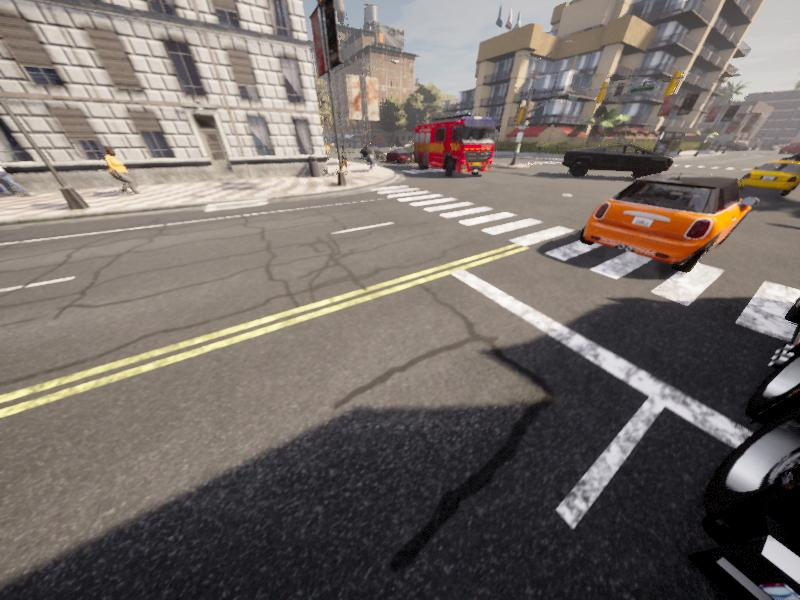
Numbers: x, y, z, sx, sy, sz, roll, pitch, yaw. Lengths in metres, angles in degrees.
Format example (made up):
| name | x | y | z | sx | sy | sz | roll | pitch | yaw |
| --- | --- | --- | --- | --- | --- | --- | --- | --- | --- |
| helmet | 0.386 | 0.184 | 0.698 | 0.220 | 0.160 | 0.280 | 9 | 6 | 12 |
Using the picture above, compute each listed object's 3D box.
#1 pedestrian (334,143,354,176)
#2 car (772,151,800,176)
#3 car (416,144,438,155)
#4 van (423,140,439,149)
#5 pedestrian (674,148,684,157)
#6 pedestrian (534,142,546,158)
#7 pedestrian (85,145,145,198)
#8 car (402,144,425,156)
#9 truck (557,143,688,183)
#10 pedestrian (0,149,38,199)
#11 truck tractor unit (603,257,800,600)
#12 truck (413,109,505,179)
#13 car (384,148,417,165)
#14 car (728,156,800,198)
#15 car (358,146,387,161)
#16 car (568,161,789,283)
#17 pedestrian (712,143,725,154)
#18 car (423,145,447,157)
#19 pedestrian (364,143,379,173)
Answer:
| name | x | y | z | sx | sy | sz | roll | pitch | yaw |
| --- | --- | --- | --- | --- | --- | --- | --- | --- | --- |
| pedestrian | -3.853 | -9.680 | 15.951 | 0.751 | 1.860 | 0.751 | 22 | 40 | 28 |
| car | 34.327 | -11.668 | 19.645 | 3.988 | 1.617 | 1.851 | -18 | 39 | -24 |
| car | 4.982 | -28.353 | 43.397 | 1.851 | 1.617 | 3.988 | -19 | 39 | -26 |
| van | 9.298 | -46.984 | 69.836 | 4.480 | 2.038 | 2.069 | -19 | 39 | -26 |
| pedestrian | 45.577 | -24.060 | 37.684 | 0.500 | 1.100 | 0.500 | -17 | 38 | -23 |
| pedestrian | 20.501 | -22.011 | 33.873 | 0.751 | 1.860 | 0.751 | -19 | 39 | -26 |
| pedestrian | -12.005 | -5.464 | 9.824 | 0.751 | 1.860 | 0.751 | -20 | 40 | -27 |
| car | 2.346 | -26.952 | 41.433 | 2.007 | 1.525 | 4.514 | -19 | 39 | -26 |
| truck | 15.426 | -10.100 | 16.809 | 6.274 | 2.098 | 2.390 | 17 | 38 | 22 |
| pedestrian | -16.468 | -5.222 | 9.441 | 0.751 | 1.860 | 0.751 | -15 | 38 | -21 |
| truck tractor unit | 5.097 | -0.315 | 0.798 | 6.516 | 4.208 | 3.053 | -19 | 39 | -25 |
| truck | 4.034 | -12.724 | 18.976 | 2.891 | 3.827 | 8.468 | -11 | 37 | -16 |
| car | -0.005 | -16.581 | 26.642 | 1.994 | 1.385 | 4.181 | -18 | 39 | -24 |
| car | 20.630 | -6.860 | 12.645 | 5.366 | 1.575 | 1.801 | -19 | 39 | -25 |
| car | -3.853 | -20.208 | 31.715 | 1.837 | 1.490 | 4.892 | -19 | 39 | -26 |
| car | 6.822 | -2.263 | 5.743 | 4.553 | 1.767 | 2.097 | -20 | 40 | -26 |
| pedestrian | 64.715 | -30.873 | 46.967 | 0.751 | 1.860 | 0.751 | -20 | 40 | -27 |
| car | 5.602 | -23.950 | 37.119 | 1.789 | 1.549 | 3.705 | -19 | 39 | -26 |
| pedestrian | -2.188 | -10.902 | 17.721 | 0.751 | 1.860 | 0.751 | -26 | 43 | -33 |
